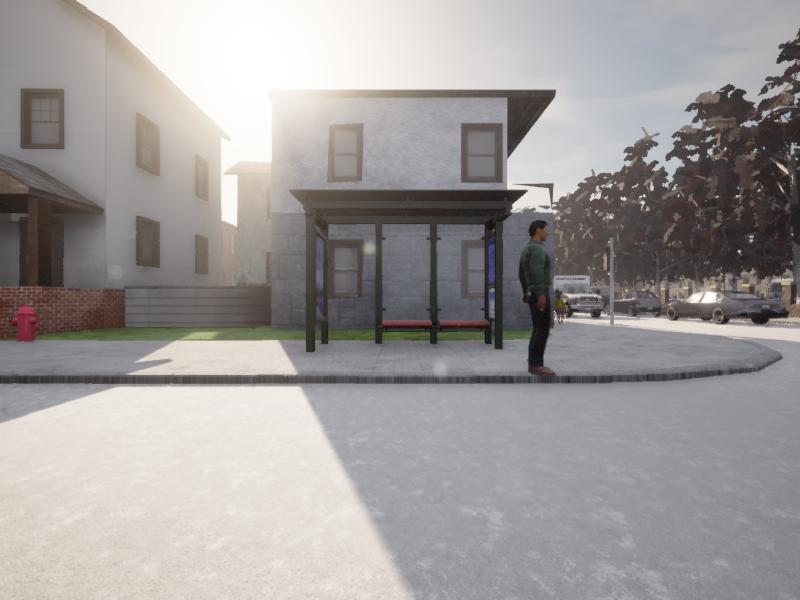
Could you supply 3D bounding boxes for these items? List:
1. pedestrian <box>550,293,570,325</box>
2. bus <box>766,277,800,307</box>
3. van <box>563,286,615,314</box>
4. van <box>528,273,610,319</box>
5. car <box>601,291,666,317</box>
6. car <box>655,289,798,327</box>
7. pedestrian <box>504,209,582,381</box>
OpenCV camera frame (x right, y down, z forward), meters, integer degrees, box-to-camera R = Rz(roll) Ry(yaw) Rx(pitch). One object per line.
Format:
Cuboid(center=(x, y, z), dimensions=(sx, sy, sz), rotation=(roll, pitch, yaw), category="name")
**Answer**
Cuboid(center=(5.664, 0.305, 14.145), dimensions=(0.500, 1.100, 0.500), rotation=(0, 0, 0), category="pedestrian")
Cuboid(center=(59.489, -1.136, 57.668), dimensions=(3.944, 4.253, 10.273), rotation=(0, 0, 0), category="bus")
Cuboid(center=(14.274, -0.002, 30.573), dimensions=(1.775, 1.987, 4.442), rotation=(0, 0, -2), category="van")
Cuboid(center=(10.047, -0.222, 24.568), dimensions=(2.351, 2.431, 6.366), rotation=(0, 0, 0), category="van")
Cuboid(center=(14.194, 0.227, 24.567), dimensions=(1.845, 1.501, 3.633), rotation=(0, 0, -1), category="car")
Cuboid(center=(13.945, 0.295, 17.673), dimensions=(2.033, 1.411, 5.357), rotation=(0, 0, 2), category="car")
Cuboid(center=(1.661, -0.054, 4.766), dimensions=(0.751, 1.860, 0.751), rotation=(0, 0, 9), category="pedestrian")
